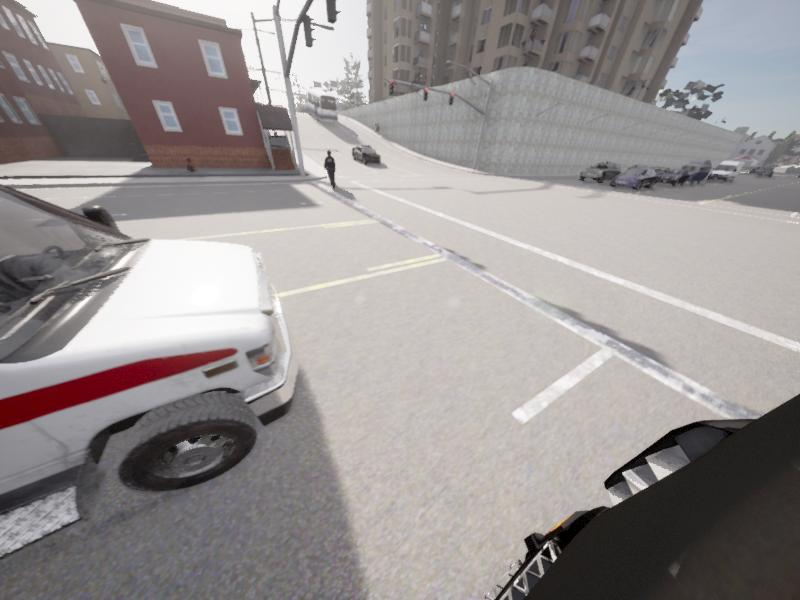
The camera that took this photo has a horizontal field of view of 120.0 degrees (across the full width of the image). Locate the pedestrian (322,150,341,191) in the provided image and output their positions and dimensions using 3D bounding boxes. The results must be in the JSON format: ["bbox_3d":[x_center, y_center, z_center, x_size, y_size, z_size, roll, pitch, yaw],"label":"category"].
[{"bbox_3d":[-3.699,-7.009,12.498,0.751,1.860,0.751,-5,34,-12],"label":"pedestrian"}]

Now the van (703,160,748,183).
[{"bbox_3d":[46.974,-18.557,33.332,5.915,2.561,1.988,-16,38,-26],"label":"van"}]

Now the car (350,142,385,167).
[{"bbox_3d":[-3.759,-16.437,25.969,1.930,1.638,5.238,-16,43,-26],"label":"car"}]

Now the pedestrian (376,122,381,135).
[{"bbox_3d":[-3.971,-31.447,42.297,0.751,1.860,0.751,-14,37,-24],"label":"pedestrian"}]

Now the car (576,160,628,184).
[{"bbox_3d":[20.416,-12.932,23.363,4.605,1.855,1.932,-15,38,-27],"label":"car"}]

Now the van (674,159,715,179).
[{"bbox_3d":[46.330,-20.610,36.380,5.915,2.561,1.988,-16,38,-26],"label":"van"}]

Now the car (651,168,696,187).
[{"bbox_3d":[28.847,-12.963,24.383,3.633,1.501,1.845,-16,38,-26],"label":"car"}]

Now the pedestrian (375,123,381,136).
[{"bbox_3d":[-3.945,-30.586,41.417,0.751,1.860,0.751,-22,41,-33],"label":"pedestrian"}]

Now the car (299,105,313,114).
[{"bbox_3d":[-21.968,-44.298,53.724,1.895,1.301,4.718,-16,40,-26],"label":"car"}]

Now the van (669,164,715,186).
[{"bbox_3d":[33.902,-14.594,26.823,4.442,1.987,1.775,-16,38,-26],"label":"van"}]

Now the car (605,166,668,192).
[{"bbox_3d":[20.559,-10.626,20.116,4.856,1.649,2.033,-17,38,-26],"label":"car"}]

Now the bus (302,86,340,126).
[{"bbox_3d":[-15.260,-37.244,44.340,3.944,4.253,10.273,-16,50,-26],"label":"bus"}]

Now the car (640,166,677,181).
[{"bbox_3d":[34.160,-16.696,30.477,4.193,1.474,1.816,-16,38,-26],"label":"car"}]

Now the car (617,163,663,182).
[{"bbox_3d":[28.563,-15.230,27.534,4.553,1.767,2.097,-16,38,-26],"label":"car"}]

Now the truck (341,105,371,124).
[{"bbox_3d":[-13.884,-58.575,73.159,8.468,3.827,2.891,-16,38,-26],"label":"truck"}]

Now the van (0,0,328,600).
[{"bbox_3d":[-3.891,0.505,0.693,6.366,2.431,2.351,-16,38,-26],"label":"van"}]
